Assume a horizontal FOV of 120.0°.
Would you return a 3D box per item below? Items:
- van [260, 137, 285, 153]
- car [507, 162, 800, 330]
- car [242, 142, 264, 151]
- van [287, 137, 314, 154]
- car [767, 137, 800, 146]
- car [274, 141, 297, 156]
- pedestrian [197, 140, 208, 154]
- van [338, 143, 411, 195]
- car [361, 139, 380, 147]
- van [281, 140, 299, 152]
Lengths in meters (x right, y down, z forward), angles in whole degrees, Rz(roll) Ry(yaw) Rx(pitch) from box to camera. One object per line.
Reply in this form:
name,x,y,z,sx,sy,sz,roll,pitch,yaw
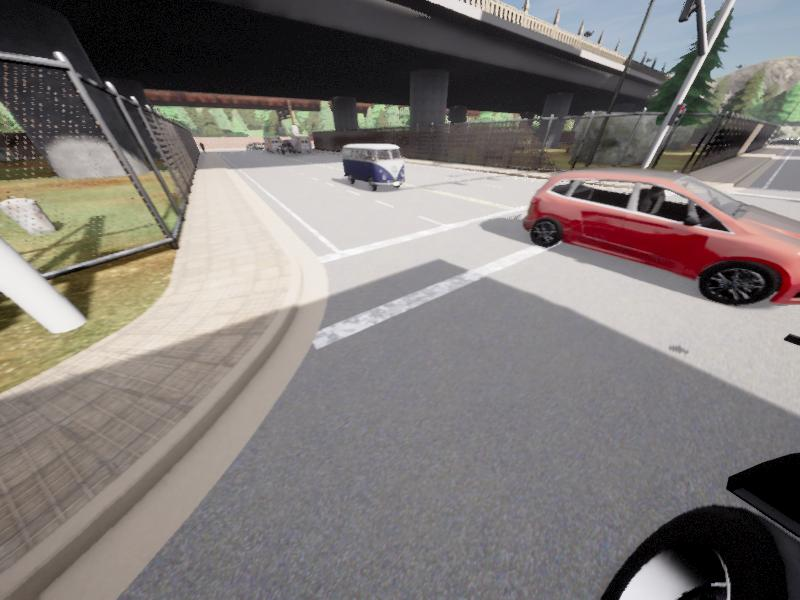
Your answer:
van,-24.149,-29.319,43.656,2.351,2.431,6.366,-22,41,-28
car,5.163,-1.690,4.788,2.242,1.667,4.611,-23,40,-28
car,-33.944,-35.620,53.478,3.988,1.617,1.851,12,37,17
van,-17.859,-27.717,41.303,2.351,2.431,6.366,-22,41,-28
car,82.328,-33.843,49.345,1.789,1.549,3.705,-22,41,-28
car,-18.470,-24.484,37.207,1.932,1.855,4.605,-22,40,-28
pedestrian,-32.362,-25.007,37.853,0.751,1.860,0.751,-22,41,-28
van,-1.467,-7.191,12.429,1.775,1.987,4.442,-22,41,-28
car,-8.209,-43.540,64.107,4.553,1.767,2.097,-22,41,-27
van,-22.024,-30.921,46.273,1.775,1.987,4.442,-22,41,-28
